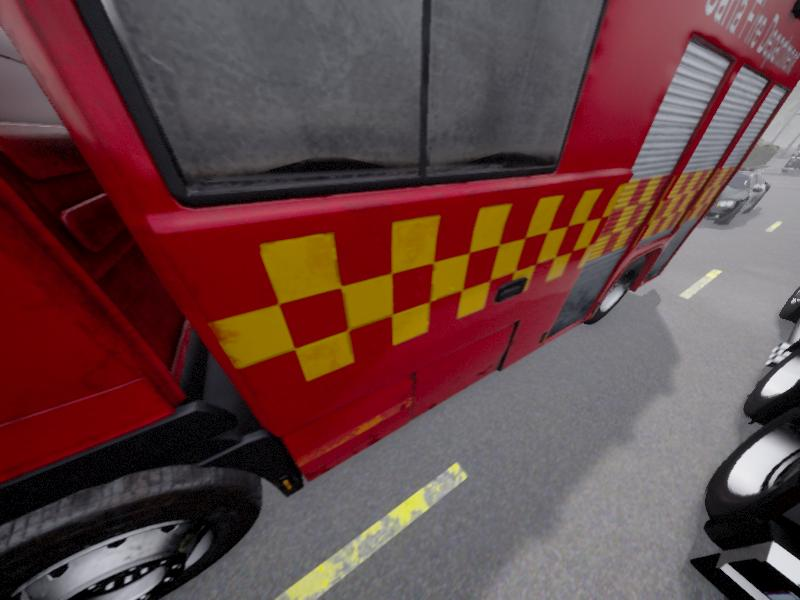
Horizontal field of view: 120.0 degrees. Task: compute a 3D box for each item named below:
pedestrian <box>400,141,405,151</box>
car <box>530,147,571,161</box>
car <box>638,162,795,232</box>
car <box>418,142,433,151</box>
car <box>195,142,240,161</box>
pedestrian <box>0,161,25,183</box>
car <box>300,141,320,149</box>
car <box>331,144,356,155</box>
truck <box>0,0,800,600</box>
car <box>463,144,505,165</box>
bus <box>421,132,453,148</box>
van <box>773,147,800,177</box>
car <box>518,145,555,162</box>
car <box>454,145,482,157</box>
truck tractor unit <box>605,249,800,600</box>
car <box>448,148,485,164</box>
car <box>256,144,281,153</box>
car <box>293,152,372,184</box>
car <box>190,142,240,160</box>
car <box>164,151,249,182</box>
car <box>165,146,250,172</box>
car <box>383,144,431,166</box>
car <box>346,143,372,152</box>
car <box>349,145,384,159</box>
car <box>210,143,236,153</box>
[{"bbox_3d":[0.600,-34.921,52.509,0.751,1.860,0.751,-13,37,-18],"label":"pedestrian"},{"bbox_3d":[22.363,-21.794,34.460,2.007,1.525,4.514,-18,39,-24],"label":"car"},{"bbox_3d":[11.463,-3.937,8.399,4.974,1.542,2.038,-18,39,-24],"label":"car"},{"bbox_3d":[6.260,-38.018,57.278,1.905,1.878,3.866,-18,38,-24],"label":"car"},{"bbox_3d":[-22.278,-18.359,28.435,3.866,1.878,1.905,-18,39,-25],"label":"car"},{"bbox_3d":[-23.365,-7.626,13.775,0.500,1.100,0.500,-23,41,-29],"label":"pedestrian"},{"bbox_3d":[-25.057,-43.159,64.406,4.605,1.855,1.932,-19,39,-25],"label":"car"},{"bbox_3d":[-9.894,-26.552,40.722,3.633,1.501,1.845,-18,39,-25],"label":"car"},{"bbox_3d":[0.234,-1.200,2.376,8.468,3.827,2.891,-18,39,-25],"label":"truck"},{"bbox_3d":[9.218,-16.013,25.338,3.866,1.878,1.905,-18,39,-25],"label":"car"},{"bbox_3d":[12.486,-54.538,78.971,10.273,4.253,3.944,-19,39,-25],"label":"bus"},{"bbox_3d":[37.405,-12.678,20.928,4.480,2.038,2.069,-18,40,-17],"label":"van"},{"bbox_3d":[19.337,-20.950,32.903,1.905,1.878,3.866,-18,39,-24],"label":"car"},{"bbox_3d":[12.491,-27.673,42.723,2.033,1.649,4.856,-18,39,-24],"label":"car"},{"bbox_3d":[5.082,-0.330,0.813,6.516,4.208,3.053,-19,40,-25],"label":"truck tractor unit"},{"bbox_3d":[8.069,-17.602,28.106,3.806,1.475,1.970,-18,39,-25],"label":"car"},{"bbox_3d":[-25.431,-29.319,44.673,3.806,1.475,1.970,-18,39,-25],"label":"car"},{"bbox_3d":[-4.387,-8.931,15.447,4.514,1.523,2.007,-18,39,-25],"label":"car"},{"bbox_3d":[-24.098,-19.666,30.330,4.605,1.855,1.932,-18,39,-25],"label":"car"},{"bbox_3d":[-12.321,-8.796,15.069,3.806,1.475,1.970,-18,39,-25],"label":"car"},{"bbox_3d":[-15.833,-11.951,19.429,5.027,1.636,2.152,-18,39,-25],"label":"car"},{"bbox_3d":[0.765,-15.387,24.403,4.605,1.855,1.932,-18,39,-25],"label":"car"},{"bbox_3d":[-9.232,-34.602,52.298,5.027,1.636,2.152,-18,39,-25],"label":"car"},{"bbox_3d":[-4.896,-21.602,33.625,4.514,1.523,2.007,-18,39,-25],"label":"car"},{"bbox_3d":[-33.342,-28.694,43.690,3.633,1.501,1.845,-18,39,-25],"label":"car"}]
